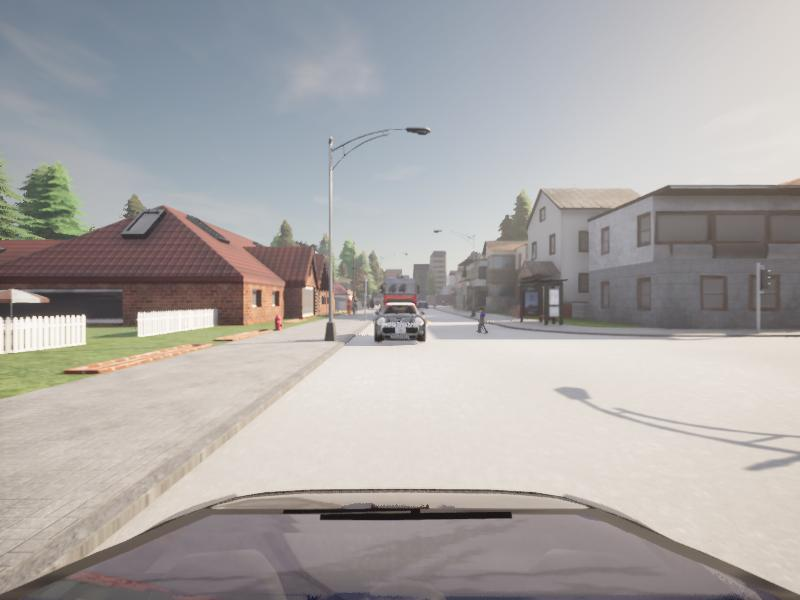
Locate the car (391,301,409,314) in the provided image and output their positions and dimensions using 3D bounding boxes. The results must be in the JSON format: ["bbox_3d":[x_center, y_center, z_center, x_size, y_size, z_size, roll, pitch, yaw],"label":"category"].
[{"bbox_3d":[0.011,0.858,49.490,2.128,1.511,4.902,0,0,0],"label":"car"}]

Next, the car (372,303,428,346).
[{"bbox_3d":[0.005,0.861,15.909,1.970,1.475,3.806,0,0,0],"label":"car"}]

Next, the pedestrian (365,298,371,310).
[{"bbox_3d":[-4.956,0.560,61.969,0.751,1.860,0.751,0,0,2],"label":"pedestrian"}]

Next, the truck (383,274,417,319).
[{"bbox_3d":[0.003,-0.304,37.829,2.891,3.827,8.468,0,0,0],"label":"truck"}]

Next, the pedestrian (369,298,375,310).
[{"bbox_3d":[-4.369,0.560,62.325,0.751,1.860,0.751,0,0,-8],"label":"pedestrian"}]

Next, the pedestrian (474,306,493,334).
[{"bbox_3d":[3.917,0.926,18.791,0.751,1.300,0.751,0,0,2],"label":"pedestrian"}]

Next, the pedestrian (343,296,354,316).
[{"bbox_3d":[-4.742,0.549,36.898,0.751,1.860,0.751,0,0,-25],"label":"pedestrian"}]
